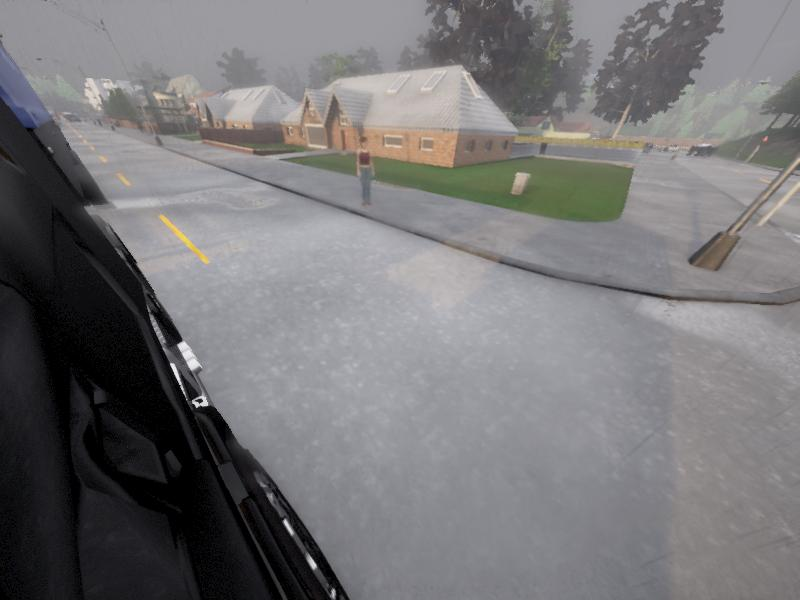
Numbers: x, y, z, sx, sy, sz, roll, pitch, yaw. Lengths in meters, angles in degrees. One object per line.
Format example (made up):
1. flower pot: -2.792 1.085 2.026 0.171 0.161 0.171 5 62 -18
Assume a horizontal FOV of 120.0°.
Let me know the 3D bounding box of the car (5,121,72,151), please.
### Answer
1. car: -26.320 -12.100 16.967 4.514 1.525 2.007 29 44 31

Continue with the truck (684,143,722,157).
1. truck: 59.746 -29.556 45.557 6.274 2.098 2.390 -16 40 -23

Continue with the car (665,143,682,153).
1. car: 68.417 -38.132 57.850 1.932 1.855 4.605 29 44 30

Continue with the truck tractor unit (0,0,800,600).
1. truck tractor unit: -2.645 -0.295 0.351 6.516 4.208 3.053 28 44 30

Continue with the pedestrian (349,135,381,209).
1. pedestrian: -1.043 -3.869 7.040 0.751 1.860 0.751 -7 38 -13

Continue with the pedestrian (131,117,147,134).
1. pedestrian: -36.832 -24.614 32.624 0.751 1.860 0.751 29 44 31

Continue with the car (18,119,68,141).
1. car: -34.344 -16.488 22.349 4.514 1.525 2.007 29 44 31

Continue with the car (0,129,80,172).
1. car: -17.938 -7.451 11.386 4.181 1.385 1.994 29 44 30

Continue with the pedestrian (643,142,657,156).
1. pedestrian: 40.181 -24.275 37.155 0.751 1.860 0.751 29 44 31

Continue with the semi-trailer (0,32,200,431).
1. semi-trailer: -8.649 -3.629 4.288 14.254 4.402 2.717 29 44 30
